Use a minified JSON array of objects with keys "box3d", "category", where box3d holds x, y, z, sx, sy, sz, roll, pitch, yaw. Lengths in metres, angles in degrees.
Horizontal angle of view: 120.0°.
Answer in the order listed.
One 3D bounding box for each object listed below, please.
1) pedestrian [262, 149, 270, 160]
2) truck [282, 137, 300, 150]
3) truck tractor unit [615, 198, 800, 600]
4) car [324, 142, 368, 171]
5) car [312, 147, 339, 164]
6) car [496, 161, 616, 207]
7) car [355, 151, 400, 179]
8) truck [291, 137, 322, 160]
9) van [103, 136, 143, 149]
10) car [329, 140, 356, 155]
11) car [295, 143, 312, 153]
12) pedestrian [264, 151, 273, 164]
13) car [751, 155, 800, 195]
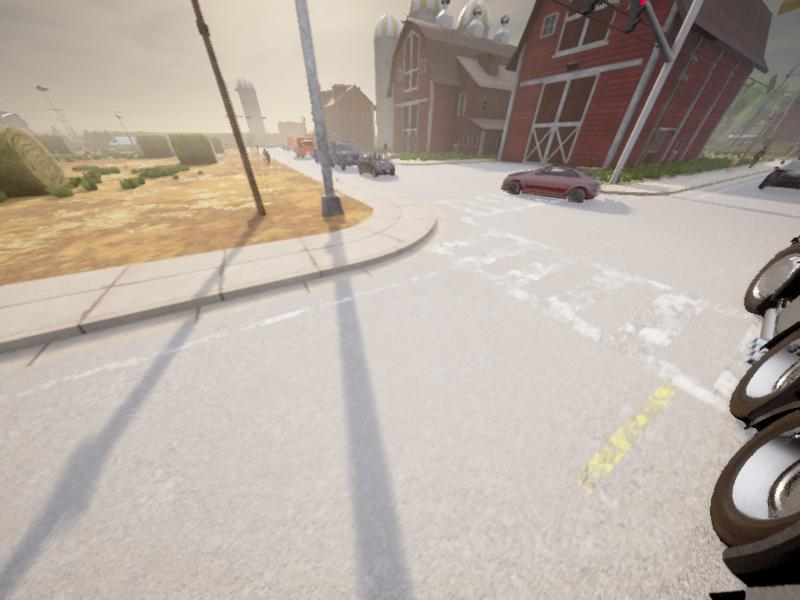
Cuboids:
[{"box3d":[-16.390,-17.824,28.250,0.500,1.100,0.500,-18,39,-25],"category":"pedestrian"},{"box3d":[-27.180,-38.878,57.566,2.627,2.467,5.204,-19,37,-25],"category":"truck"},{"box3d":[5.000,-0.394,0.935,6.516,4.208,3.053,-23,41,-29],"category":"truck tractor unit"},{"box3d":[-5.210,-13.705,21.900,2.150,2.045,5.566,-18,39,-25],"category":"car"},{"box3d":[-8.615,-16.762,26.707,1.789,1.549,3.705,-19,39,-25],"category":"car"},{"box3d":[7.224,-5.698,11.071,4.181,1.385,1.994,28,44,34],"category":"car"},{"box3d":[-1.748,-10.160,17.268,1.845,1.501,3.633,-19,39,-25],"category":"car"},{"box3d":[-13.489,-21.825,33.126,2.627,2.467,5.204,-19,40,-25],"category":"truck"},{"box3d":[-71.870,-40.928,60.083,5.915,2.561,1.988,-18,39,-24],"category":"van"},{"box3d":[-10.197,-27.075,40.990,3.866,1.878,1.905,9,41,15],"category":"car"},{"box3d":[-20.208,-31.812,48.237,2.152,1.651,5.027,-19,39,-25],"category":"car"},{"box3d":[-13.374,-14.544,23.551,0.500,1.100,0.500,-11,36,-15],"category":"pedestrian"},{"box3d":[23.105,-7.270,13.300,5.238,1.638,1.930,-18,39,-24],"category":"car"}]
